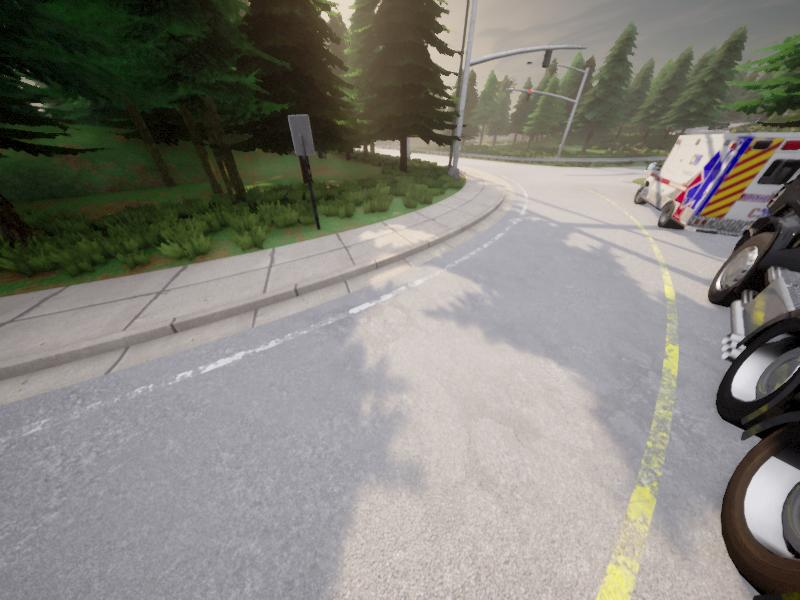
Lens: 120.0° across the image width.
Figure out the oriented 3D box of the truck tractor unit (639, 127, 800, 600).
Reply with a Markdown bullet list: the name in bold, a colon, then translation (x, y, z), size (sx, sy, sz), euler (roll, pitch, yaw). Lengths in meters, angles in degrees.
- **truck tractor unit**: translation (4.859, -0.497, 1.062), size (6.516, 4.208, 3.053), euler (-28, 44, -34)

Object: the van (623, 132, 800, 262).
- **van**: translation (9.922, -3.732, 7.305), size (2.351, 2.431, 6.366), euler (17, 38, 23)
